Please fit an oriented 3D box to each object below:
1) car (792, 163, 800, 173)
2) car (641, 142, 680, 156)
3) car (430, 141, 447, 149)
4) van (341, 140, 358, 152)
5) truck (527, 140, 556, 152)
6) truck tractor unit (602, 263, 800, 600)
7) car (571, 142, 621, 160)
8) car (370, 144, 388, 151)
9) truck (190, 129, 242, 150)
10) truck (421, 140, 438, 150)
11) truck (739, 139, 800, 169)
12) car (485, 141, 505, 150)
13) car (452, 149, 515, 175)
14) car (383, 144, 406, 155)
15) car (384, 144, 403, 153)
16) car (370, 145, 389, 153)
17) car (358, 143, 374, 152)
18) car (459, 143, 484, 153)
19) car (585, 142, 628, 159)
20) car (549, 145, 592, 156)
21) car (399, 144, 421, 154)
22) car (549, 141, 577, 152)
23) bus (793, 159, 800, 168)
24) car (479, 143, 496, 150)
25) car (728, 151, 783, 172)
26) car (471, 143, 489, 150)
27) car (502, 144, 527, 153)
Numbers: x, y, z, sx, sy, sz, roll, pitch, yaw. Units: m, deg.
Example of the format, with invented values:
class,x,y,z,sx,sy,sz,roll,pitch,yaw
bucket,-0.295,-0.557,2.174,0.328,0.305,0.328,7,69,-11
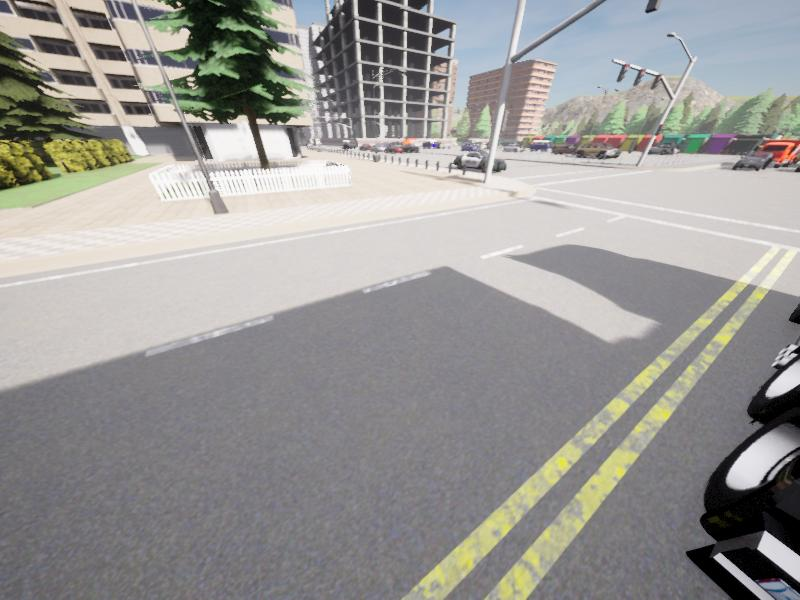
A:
class,x,y,z,sx,sy,sz,roll,pitch,yaw
car,37.781,-12.247,20.476,5.027,1.651,2.152,-18,39,-24
car,46.592,-27.094,41.383,1.905,1.878,3.866,-18,39,-24
car,10.111,-40.935,60.973,1.932,1.855,4.605,-18,39,-24
van,-11.441,-34.811,52.134,2.069,2.038,4.480,-18,39,-24
truck,30.745,-33.535,50.339,2.069,2.038,4.478,-18,39,-24
truck tractor unit,5.105,-0.308,0.781,6.516,4.208,3.053,-18,39,-24
car,27.064,-20.764,32.129,1.932,1.855,4.605,-18,39,-24
car,-5.073,-36.220,54.775,2.033,1.411,5.357,-18,39,-24
truck,-41.829,-36.740,53.000,8.468,3.827,2.891,-18,39,-24
truck,7.636,-40.163,59.679,2.069,2.038,4.478,-18,39,-24
truck,39.482,-15.399,24.275,5.204,2.467,2.627,-17,38,-23
car,25.519,-41.723,62.227,1.932,1.855,4.605,-18,39,-24
car,7.109,-12.247,20.313,2.038,1.542,4.974,-18,39,-24
car,-1.117,-28.355,43.431,2.163,1.488,4.792,-18,39,-24
car,-1.435,-32.636,49.612,1.812,1.442,4.674,-18,39,-25
car,-4.312,-31.440,48.000,1.895,1.301,4.718,-18,39,-24
car,-7.813,-34.956,52.895,1.812,1.442,4.674,-18,39,-24
car,15.150,-32.472,49.152,2.242,1.667,4.611,-18,39,-24
car,29.600,-21.549,33.283,1.905,1.878,3.866,-18,39,-24
car,28.742,-25.325,39.107,2.033,1.415,5.357,-18,39,-24
car,1.818,-29.463,44.997,1.882,1.535,5.008,-18,39,-25
car,37.839,-35.799,53.815,1.932,1.855,4.605,-18,39,-24
bus,46.496,-15.925,23.527,10.273,4.253,3.944,-17,38,-23
car,23.217,-40.770,61.208,1.784,1.438,3.905,-18,39,-24
car,33.538,-13.151,21.821,3.633,1.501,1.845,-18,39,-24
car,20.707,-39.929,60.035,1.970,1.475,3.806,-18,39,-24
car,23.236,-30.797,46.937,1.970,1.475,3.806,-18,39,-24
